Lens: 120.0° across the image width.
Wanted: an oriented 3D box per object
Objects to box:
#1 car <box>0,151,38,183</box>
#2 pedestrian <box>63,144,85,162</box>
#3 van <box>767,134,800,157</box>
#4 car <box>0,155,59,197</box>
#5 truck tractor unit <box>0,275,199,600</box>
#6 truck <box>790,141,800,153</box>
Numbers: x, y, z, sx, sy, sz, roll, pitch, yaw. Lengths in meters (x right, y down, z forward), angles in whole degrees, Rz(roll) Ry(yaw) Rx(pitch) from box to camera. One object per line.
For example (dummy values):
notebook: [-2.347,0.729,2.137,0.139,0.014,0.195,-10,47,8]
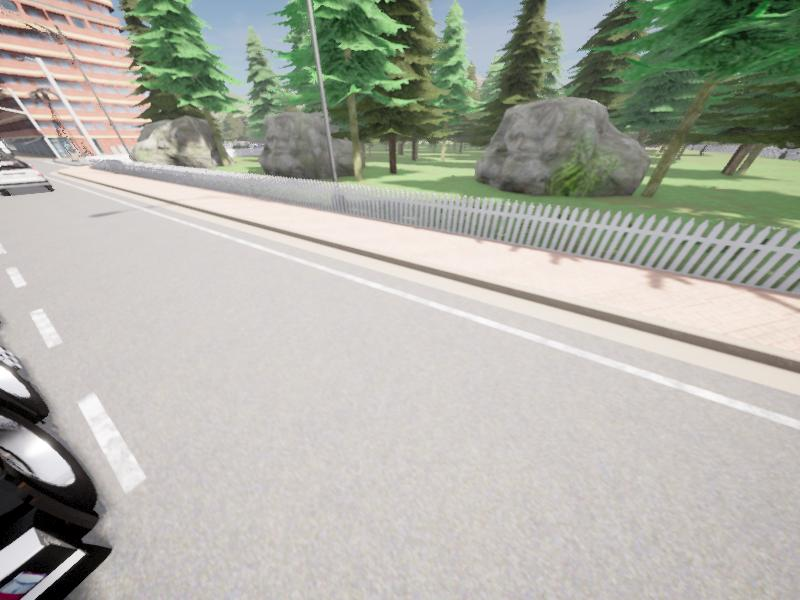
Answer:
car: [-28.672,-9.486,16.387,4.611,1.667,2.242,19,39,26]
pedestrian: [-40.602,-18.267,28.784,0.751,1.860,0.751,25,42,32]
van: [55.742,-21.645,32.365,1.988,2.561,5.915,20,39,26]
car: [-21.260,-6.900,12.670,3.988,1.617,1.851,19,39,25]
truck tractor unit: [-5.132,-0.280,0.751,6.516,4.208,3.053,18,39,23]
truck: [67.963,-25.134,37.325,2.627,2.467,5.204,20,40,26]
